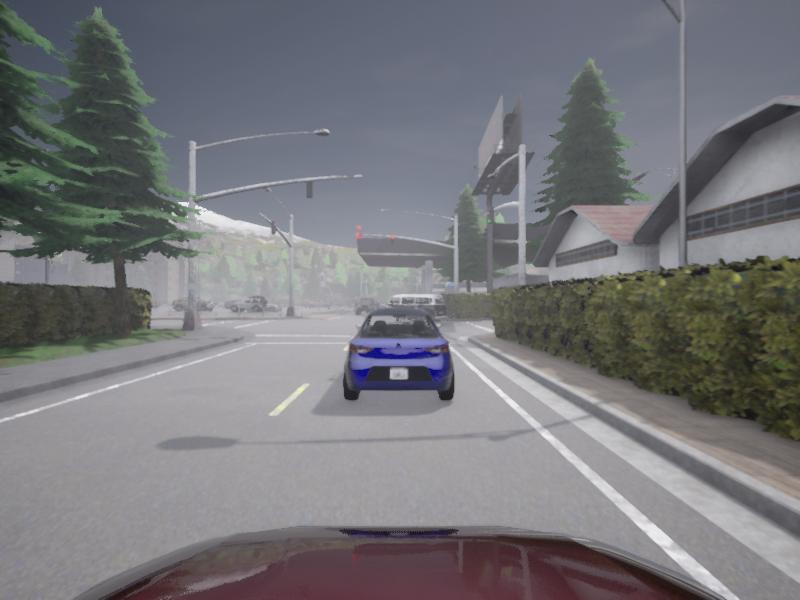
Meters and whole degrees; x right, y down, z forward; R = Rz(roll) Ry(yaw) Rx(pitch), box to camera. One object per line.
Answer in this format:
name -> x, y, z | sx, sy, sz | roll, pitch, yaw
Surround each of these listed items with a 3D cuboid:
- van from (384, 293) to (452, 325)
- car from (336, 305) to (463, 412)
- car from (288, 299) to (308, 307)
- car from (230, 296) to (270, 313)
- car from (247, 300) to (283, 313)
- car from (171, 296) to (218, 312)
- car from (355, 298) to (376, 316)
van -> 1.197, 0.568, 28.311 | 4.480, 2.038, 2.069 | 1, 3, 41
car -> -0.022, 0.864, 7.821 | 1.816, 1.474, 4.193 | 0, 0, 0
car -> -26.295, 0.783, 103.367 | 4.605, 1.855, 1.932 | 0, 0, -1
car -> -16.890, 0.477, 45.115 | 3.866, 1.878, 1.905 | 0, 0, -1
car -> -16.307, 0.765, 48.444 | 3.806, 1.475, 1.970 | 0, 0, -1
car -> -24.786, 0.502, 48.335 | 4.605, 1.855, 1.932 | 0, 0, -1
car -> -3.609, 0.698, 42.560 | 1.905, 1.878, 3.866 | 0, 0, 0
